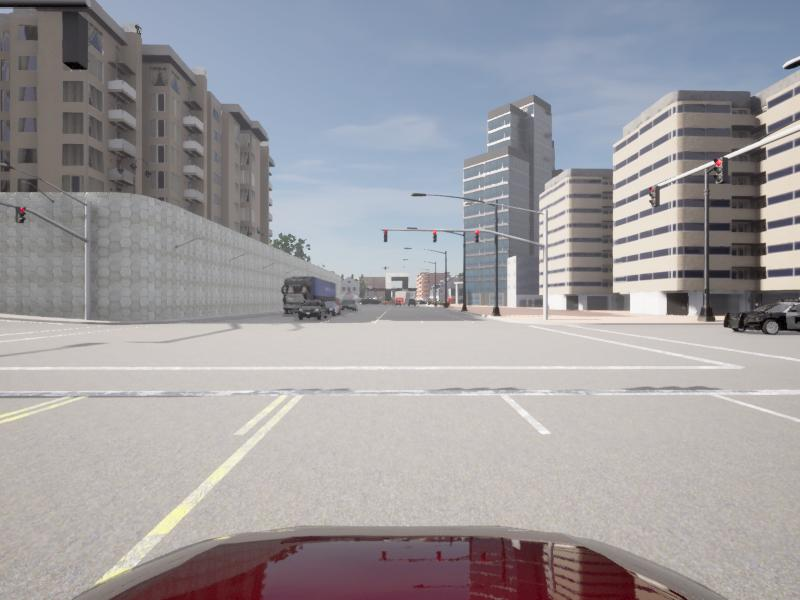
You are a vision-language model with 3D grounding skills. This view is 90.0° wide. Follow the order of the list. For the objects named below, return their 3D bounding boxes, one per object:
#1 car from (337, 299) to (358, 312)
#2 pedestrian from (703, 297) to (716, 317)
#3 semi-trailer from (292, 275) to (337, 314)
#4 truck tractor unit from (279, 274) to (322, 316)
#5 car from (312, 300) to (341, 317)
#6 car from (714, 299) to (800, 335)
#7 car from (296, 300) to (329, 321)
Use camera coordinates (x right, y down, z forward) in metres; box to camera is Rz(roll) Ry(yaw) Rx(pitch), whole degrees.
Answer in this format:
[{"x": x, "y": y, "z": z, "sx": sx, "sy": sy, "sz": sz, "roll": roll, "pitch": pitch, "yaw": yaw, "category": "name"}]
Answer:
[{"x": -7.257, "y": 0.756, "z": 55.547, "sx": 2.242, "sy": 1.667, "sz": 4.611, "roll": 0, "pitch": 0, "yaw": 0, "category": "car"}, {"x": 30.081, "y": 0.670, "z": 38.906, "sx": 0.751, "sy": 1.860, "sz": 0.751, "roll": 0, "pitch": 0, "yaw": 16, "category": "pedestrian"}, {"x": -10.687, "y": -0.622, "z": 51.784, "sx": 2.717, "sy": 4.402, "sz": 14.254, "roll": 0, "pitch": 0, "yaw": 0, "category": "semi-trailer"}, {"x": -10.711, "y": -0.530, "z": 43.864, "sx": 3.053, "sy": 4.208, "sz": 6.516, "roll": -1, "pitch": 0, "yaw": 0, "category": "truck tractor unit"}, {"x": -7.185, "y": 0.831, "z": 39.638, "sx": 2.038, "sy": 1.542, "sz": 4.974, "roll": 0, "pitch": 0, "yaw": 0, "category": "car"}, {"x": 18.269, "y": 0.771, "z": 18.959, "sx": 5.238, "sy": 1.638, "sz": 1.930, "roll": 0, "pitch": 0, "yaw": -1, "category": "car"}, {"x": -7.138, "y": 0.788, "z": 33.005, "sx": 1.851, "sy": 1.617, "sz": 3.988, "roll": 0, "pitch": 0, "yaw": 0, "category": "car"}]
